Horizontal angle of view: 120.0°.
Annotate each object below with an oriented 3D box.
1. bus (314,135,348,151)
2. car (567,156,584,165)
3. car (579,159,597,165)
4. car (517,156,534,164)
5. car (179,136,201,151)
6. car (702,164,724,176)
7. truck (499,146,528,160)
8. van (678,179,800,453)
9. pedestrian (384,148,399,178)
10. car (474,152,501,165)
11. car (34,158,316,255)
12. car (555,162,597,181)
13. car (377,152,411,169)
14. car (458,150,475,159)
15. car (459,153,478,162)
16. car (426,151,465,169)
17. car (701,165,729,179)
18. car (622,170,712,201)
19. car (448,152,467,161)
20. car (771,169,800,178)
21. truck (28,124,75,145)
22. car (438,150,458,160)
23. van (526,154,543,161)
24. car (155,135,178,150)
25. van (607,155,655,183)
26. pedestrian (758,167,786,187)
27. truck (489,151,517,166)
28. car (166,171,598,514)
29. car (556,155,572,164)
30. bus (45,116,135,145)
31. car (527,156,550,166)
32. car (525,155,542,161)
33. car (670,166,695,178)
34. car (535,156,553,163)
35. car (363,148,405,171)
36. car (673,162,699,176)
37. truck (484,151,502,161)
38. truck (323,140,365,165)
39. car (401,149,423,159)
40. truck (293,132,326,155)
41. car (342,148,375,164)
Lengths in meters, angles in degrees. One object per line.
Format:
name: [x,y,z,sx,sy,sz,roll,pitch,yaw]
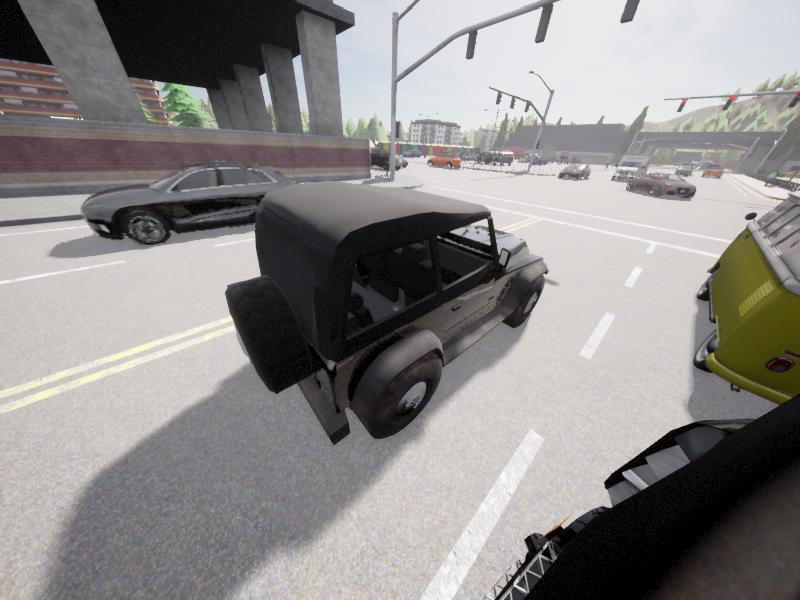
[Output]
bus: [-23.761,-54.705,80.727,10.273,4.253,3.944,-24,42,-34]
car: [46.722,-37.082,61.370,4.605,1.855,1.932,-24,42,-35]
car: [57.012,-41.896,70.123,1.970,1.475,3.806,-24,42,-34]
car: [29.942,-33.445,55.060,3.806,1.475,1.970,-24,42,-35]
car: [-35.280,-26.260,38.797,1.905,1.878,3.866,-24,42,-35]
car: [63.709,-26.553,47.076,3.866,1.878,1.905,-24,42,-35]
truck: [41.498,-53.774,84.640,2.891,3.827,8.468,-23,41,-33]
van: [5.427,-0.147,2.780,4.442,1.987,1.775,-24,42,-35]
pedestrian: [-0.649,-9.947,16.790,0.751,1.860,0.751,25,39,29]
car: [15.571,-25.148,41.035,4.605,1.855,1.932,-24,42,-35]
car: [-5.232,-2.907,6.458,4.856,1.649,2.033,-24,42,-35]
car: [19.036,-13.877,24.927,4.792,1.488,2.163,-24,42,-35]
car: [-0.823,-17.120,28.247,1.816,1.474,4.193,-25,42,-35]
car: [18.755,-41.029,65.205,4.605,1.855,1.932,-24,42,-35]
car: [14.797,-30.865,50.029,3.806,1.475,1.970,-24,42,-35]
car: [5.942,-18.728,30.892,2.097,1.767,4.553,-26,43,-36]
car: [53.148,-21.726,39.080,4.553,1.767,2.097,-24,42,-35]
car: [18.623,-8.252,16.496,1.994,1.385,4.181,7,34,7]
car: [12.892,-32.162,51.782,3.905,1.438,1.784,-24,42,-35]
car: [90.185,-28.818,52.786,1.801,1.575,5.366,-24,42,-35]
truck: [-54.985,-26.148,36.669,2.615,2.467,5.204,-24,42,-35]
car: [11.096,-33.497,53.277,4.605,1.855,1.932,-24,42,-35]
van: [48.296,-51.272,83.011,2.069,2.038,4.480,-23,41,-33]
car: [-37.487,-25.263,37.129,1.905,1.878,3.866,-24,42,-35]
van: [26.446,-15.031,26.397,6.366,2.431,2.351,-24,42,-35]
pedestrian: [41.948,-13.903,26.061,0.751,1.860,0.751,-25,42,-35]
truck: [17.534,-23.981,39.252,4.478,2.038,2.069,-24,42,-35]
car: [0.274,-0.351,2.784,3.866,1.878,1.905,-24,42,-35]
car: [44.857,-38.368,63.171,3.866,1.878,1.905,-24,42,-35]
bus: [-65.294,-36.015,49.426,10.273,4.253,3.944,-24,42,-34]
car: [28.815,-28.859,47.934,4.611,1.667,2.242,-24,42,-35]
car: [49.782,-53.067,86.230,2.038,1.542,4.974,-23,41,-33]
car: [47.209,-21.429,38.540,5.357,1.411,2.033,-25,42,-35]
car: [38.219,-37.186,61.311,5.357,1.415,2.033,-24,42,-35]
car: [-1.823,-15.035,24.668,1.932,1.855,4.605,-25,42,-35]
car: [52.888,-24.286,42.690,5.566,2.045,2.150,-24,42,-35]
truck: [24.214,-37.522,60.161,4.478,2.038,2.069,-24,42,-35]
truck: [-7.122,-18.774,29.362,2.627,2.467,5.204,-25,42,-35]
car: [2.696,-33.641,53.166,4.611,1.667,2.242,-24,42,-35]
truck: [-19.121,-33.071,48.774,2.891,3.827,8.468,-25,42,-35]
car: [-5.931,-20.548,32.874,1.930,1.638,5.238,-25,42,-35]
